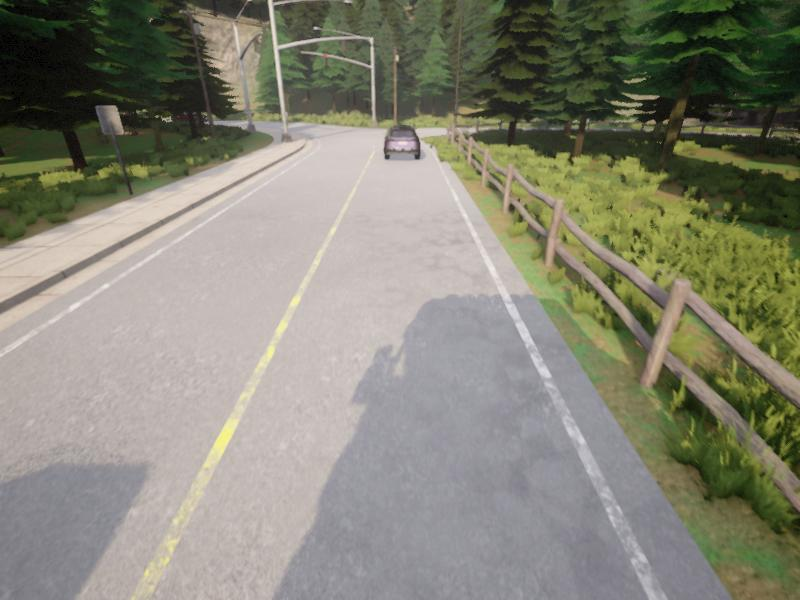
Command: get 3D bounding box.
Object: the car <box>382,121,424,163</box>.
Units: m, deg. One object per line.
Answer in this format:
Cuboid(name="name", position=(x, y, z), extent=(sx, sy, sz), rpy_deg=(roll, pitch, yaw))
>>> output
Cuboid(name="car", position=(0.078, -8.750, 21.903), extent=(2.033, 1.649, 4.856), rpy_deg=(-1, 27, -2))
